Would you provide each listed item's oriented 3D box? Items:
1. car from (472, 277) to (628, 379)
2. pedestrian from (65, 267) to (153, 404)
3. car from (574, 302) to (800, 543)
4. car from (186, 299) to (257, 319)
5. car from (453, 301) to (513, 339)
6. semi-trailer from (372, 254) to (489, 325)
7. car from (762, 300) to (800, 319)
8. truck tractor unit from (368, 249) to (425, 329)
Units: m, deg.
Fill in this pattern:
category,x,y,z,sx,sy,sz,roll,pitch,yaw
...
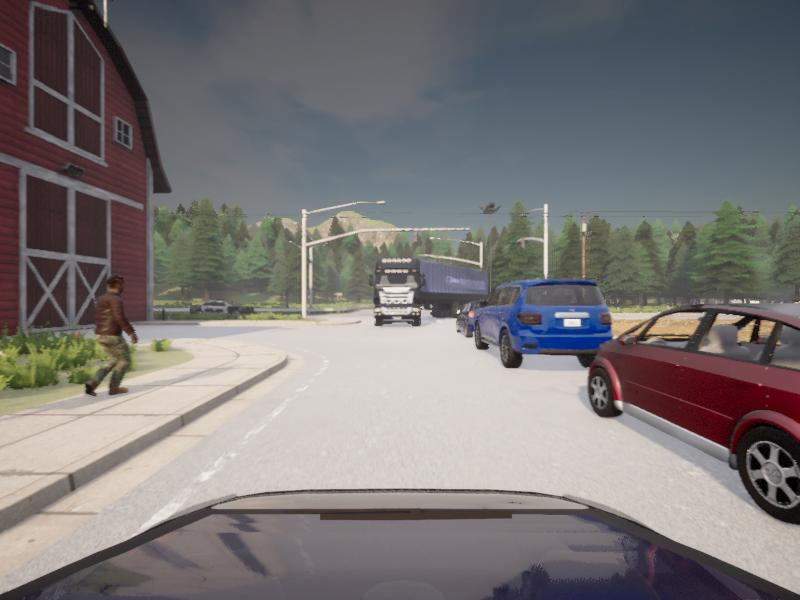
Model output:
category,x,y,z,sx,sy,sz,roll,pitch,yaw
car,3.496,0.550,10.776,2.150,2.045,5.566,0,0,0
pedestrian,-4.260,0.480,5.886,0.751,1.860,0.751,0,0,22
car,3.502,0.808,4.144,1.789,1.549,3.705,0,0,0
car,-15.321,0.751,34.504,5.238,1.638,1.930,0,0,1
car,3.507,0.793,17.555,1.845,1.501,3.633,0,0,0
semi-trailer,3.160,-0.671,31.465,2.717,4.402,14.254,-1,0,33
car,33.848,0.777,33.612,4.974,1.542,2.038,0,0,1
truck tractor unit,-0.105,-0.562,24.486,3.053,4.208,6.516,0,0,1
